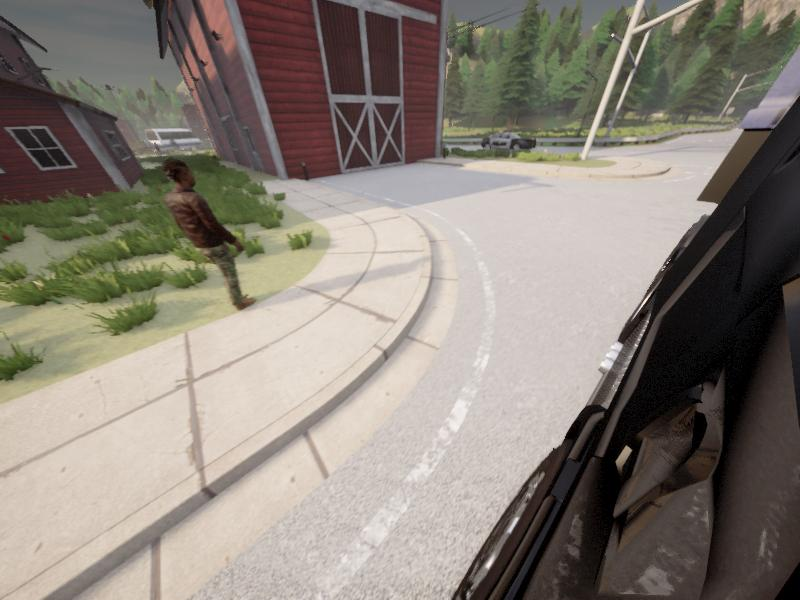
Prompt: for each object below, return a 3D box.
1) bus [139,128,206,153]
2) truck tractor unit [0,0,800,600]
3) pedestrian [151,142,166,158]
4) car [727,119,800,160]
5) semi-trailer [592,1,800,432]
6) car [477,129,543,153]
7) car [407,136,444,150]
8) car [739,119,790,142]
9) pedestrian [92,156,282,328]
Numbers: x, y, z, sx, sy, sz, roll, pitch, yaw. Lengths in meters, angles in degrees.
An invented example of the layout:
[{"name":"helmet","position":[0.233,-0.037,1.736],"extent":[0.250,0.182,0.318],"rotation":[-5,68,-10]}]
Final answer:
[{"name":"bus","position":[-53.222,-37.892,54.756],"extent":[3.944,4.253,10.273],"rotation":[5,37,10]},{"name":"truck tractor unit","position":[2.645,-0.295,0.351],"extent":[6.516,4.208,3.053],"rotation":[-28,44,-30]},{"name":"pedestrian","position":[-35.614,-22.123,34.057],"extent":[0.751,1.860,0.751],"rotation":[-29,44,-31]},{"name":"car","position":[22.186,-9.730,13.900],"extent":[4.611,1.667,2.242],"rotation":[-28,43,-30]},{"name":"semi-trailer","position":[9.025,-3.359,3.879],"extent":[14.254,4.402,2.717],"rotation":[-24,42,-26]},{"name":"car","position":[10.405,-15.347,22.303],"extent":[1.930,1.638,5.238],"rotation":[-27,43,-29]},{"name":"car","position":[3.200,-20.260,29.694],"extent":[1.895,1.301,4.718],"rotation":[-27,43,-29]},{"name":"car","position":[32.467,-15.175,20.675],"extent":[4.193,1.474,1.816],"rotation":[-28,43,-30]},{"name":"pedestrian","position":[-2.348,-0.659,2.871],"extent":[0.751,1.860,0.751],"rotation":[10,39,17]}]
